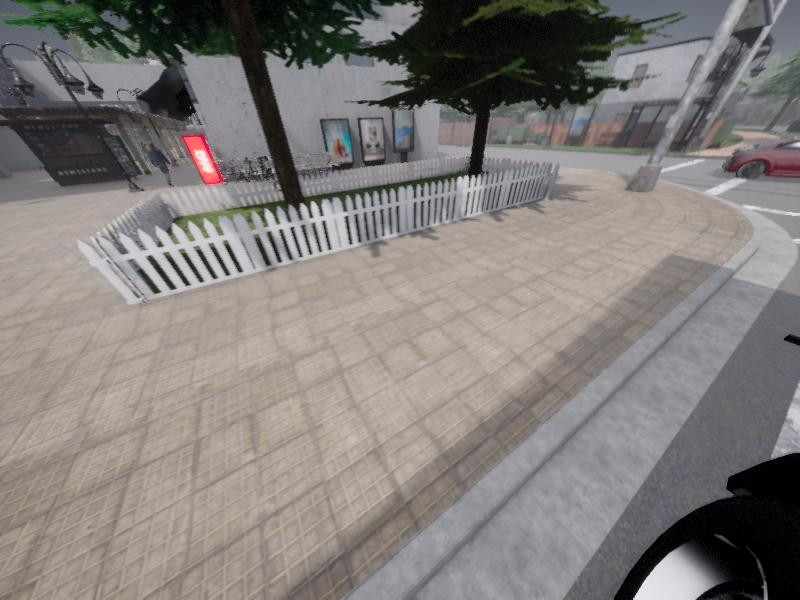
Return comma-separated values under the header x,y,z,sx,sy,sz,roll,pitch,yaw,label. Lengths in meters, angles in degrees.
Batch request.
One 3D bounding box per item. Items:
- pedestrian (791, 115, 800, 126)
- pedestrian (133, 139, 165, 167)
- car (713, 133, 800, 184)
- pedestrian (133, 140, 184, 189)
x,y,z,sx,sy,sz,roll,pitch,yaw,label
57.069,-25.707,32.635,0.751,1.860,0.751,9,38,15,pedestrian
-20.237,-11.874,18.687,0.751,1.860,0.751,14,40,21,pedestrian
14.984,-5.085,8.295,4.181,1.385,1.994,28,47,34,car
-11.280,-6.387,10.898,0.751,1.860,0.751,-18,40,-19,pedestrian
